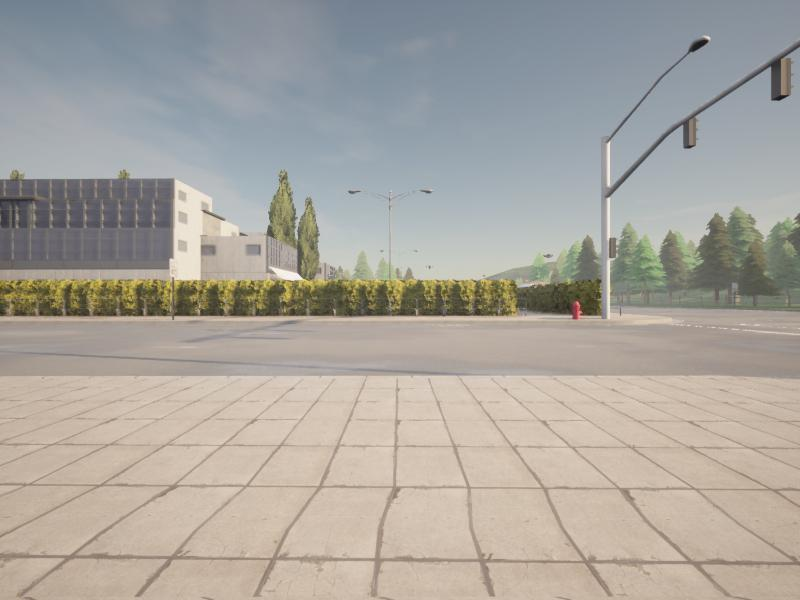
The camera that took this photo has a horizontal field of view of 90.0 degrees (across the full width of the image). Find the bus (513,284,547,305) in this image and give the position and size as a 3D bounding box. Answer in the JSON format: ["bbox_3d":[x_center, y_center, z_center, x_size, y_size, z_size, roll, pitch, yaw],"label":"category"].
[{"bbox_3d":[27.474,-1.162,85.147,3.944,4.253,10.273,0,0,1],"label":"bus"}]
